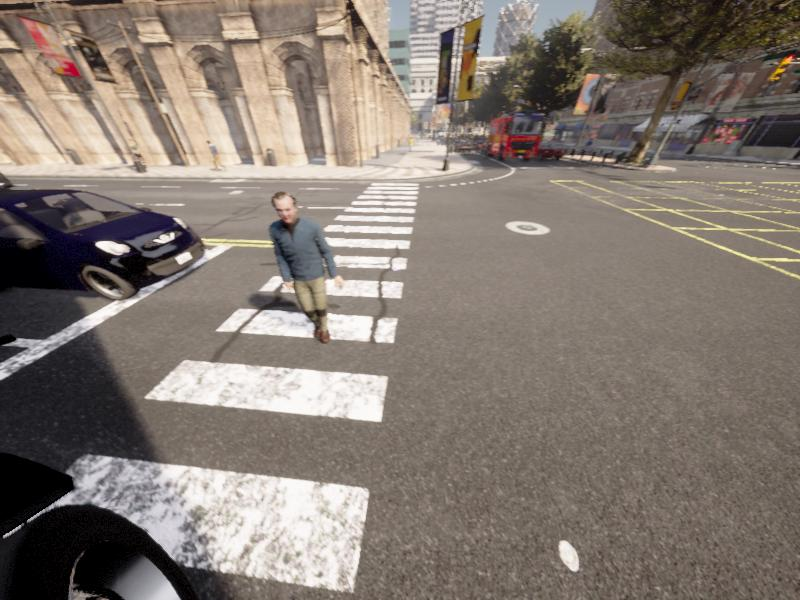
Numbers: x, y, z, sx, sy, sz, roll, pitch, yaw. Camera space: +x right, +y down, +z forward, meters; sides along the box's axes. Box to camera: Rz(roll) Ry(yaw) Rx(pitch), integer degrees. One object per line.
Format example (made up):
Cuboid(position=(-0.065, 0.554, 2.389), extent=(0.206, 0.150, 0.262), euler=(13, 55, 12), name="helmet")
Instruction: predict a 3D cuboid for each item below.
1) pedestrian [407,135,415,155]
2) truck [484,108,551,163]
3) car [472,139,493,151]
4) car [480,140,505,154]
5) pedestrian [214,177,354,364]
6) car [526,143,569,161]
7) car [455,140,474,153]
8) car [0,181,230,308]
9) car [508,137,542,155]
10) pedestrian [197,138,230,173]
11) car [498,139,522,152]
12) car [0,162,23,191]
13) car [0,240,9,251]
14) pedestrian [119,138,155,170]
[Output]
Cuboid(position=(1.234, -17.554, 26.222), extent=(0.751, 1.860, 0.751), euler=(4, 36, 5), name="pedestrian")
Cuboid(position=(11.331, -16.646, 23.508), extent=(2.891, 3.827, 8.468), euler=(3, 36, 5), name="truck")
Cuboid(position=(12.684, -23.984, 35.750), extent=(1.994, 1.385, 4.181), euler=(2, 36, 4), name="car")
Cuboid(position=(12.067, -20.170, 30.384), extent=(1.970, 1.475, 3.806), euler=(3, 36, 4), name="car")
Cuboid(position=(-1.008, -0.242, 2.541), extent=(0.751, 1.860, 0.751), euler=(-5, 36, -7), name="pedestrian")
Cuboid(position=(14.769, -15.093, 23.489), extent=(1.895, 1.301, 4.718), euler=(3, 36, 5), name="car")
Cuboid(position=(9.118, -22.013, 33.104), extent=(1.895, 1.301, 4.718), euler=(3, 36, 4), name="car")
Cuboid(position=(-5.679, -1.105, 4.095), extent=(3.633, 1.501, 1.845), euler=(3, 36, 4), name="car")
Cuboid(position=(15.424, -19.332, 28.925), extent=(2.097, 1.767, 4.553), euler=(3, 36, 5), name="car")
Cuboid(position=(-12.125, -9.446, 15.108), extent=(0.751, 1.860, 0.751), euler=(4, 36, 6), name="pedestrian")
Cuboid(position=(15.989, -22.661, 33.800), extent=(1.970, 1.475, 3.806), euler=(3, 36, 5), name="car")
Cuboid(position=(-21.623, -6.022, 11.029), extent=(3.633, 1.501, 1.845), euler=(3, 36, 5), name="car")
Cuboid(position=(-11.911, -1.410, 4.570), extent=(4.514, 1.525, 2.007), euler=(3, 36, 4), name="car")
Cuboid(position=(-18.859, -10.495, 16.614), extent=(0.751, 1.860, 0.751), euler=(9, 37, 13), name="pedestrian")
